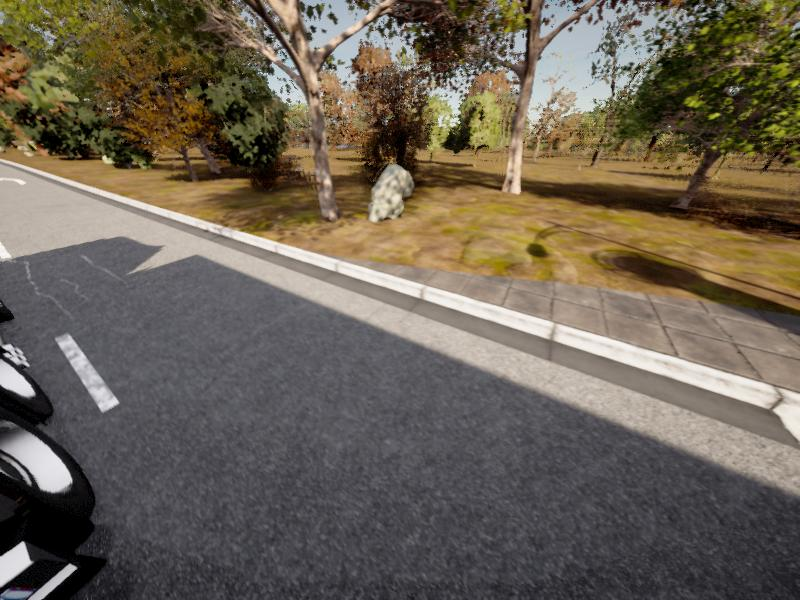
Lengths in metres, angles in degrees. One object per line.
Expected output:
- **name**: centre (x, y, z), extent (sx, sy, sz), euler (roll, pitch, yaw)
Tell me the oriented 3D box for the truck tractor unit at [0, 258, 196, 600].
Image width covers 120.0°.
- **truck tractor unit**: centre (-5.100, -0.313, 0.790), extent (6.516, 4.208, 3.053), euler (19, 39, 25)
